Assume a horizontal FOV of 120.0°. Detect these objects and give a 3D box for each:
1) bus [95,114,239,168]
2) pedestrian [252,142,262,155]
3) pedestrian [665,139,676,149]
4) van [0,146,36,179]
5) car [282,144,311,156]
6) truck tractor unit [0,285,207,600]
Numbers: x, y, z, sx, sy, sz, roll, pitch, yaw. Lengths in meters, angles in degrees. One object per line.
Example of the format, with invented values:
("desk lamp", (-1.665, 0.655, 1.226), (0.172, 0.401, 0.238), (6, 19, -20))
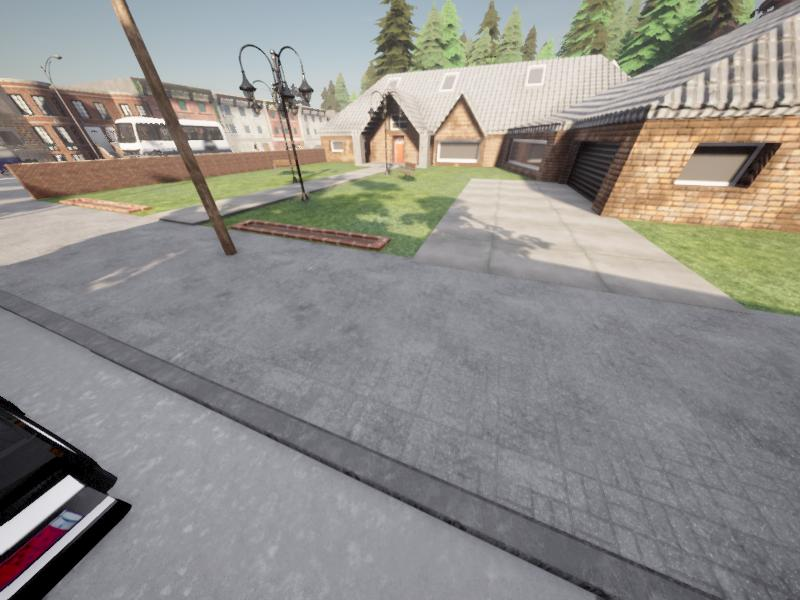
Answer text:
("bus", (-25.415, -18.202, 26.603), (3.944, 4.253, 10.273), (12, 36, 17))
("pedestrian", (-25.826, -27.397, 41.759), (0.751, 1.860, 0.751), (18, 39, 24))
("pedestrian", (63.902, -36.888, 54.650), (0.751, 1.860, 0.751), (11, 36, 16))
("van", (-30.538, -9.656, 16.347), (1.775, 1.987, 4.442), (12, 37, 17))
("car", (-18.732, -27.448, 42.087), (2.242, 1.667, 4.611), (12, 37, 17))
("truck tractor unit", (-5.250, -0.130, 0.536), (6.516, 4.208, 3.053), (12, 37, 16))
